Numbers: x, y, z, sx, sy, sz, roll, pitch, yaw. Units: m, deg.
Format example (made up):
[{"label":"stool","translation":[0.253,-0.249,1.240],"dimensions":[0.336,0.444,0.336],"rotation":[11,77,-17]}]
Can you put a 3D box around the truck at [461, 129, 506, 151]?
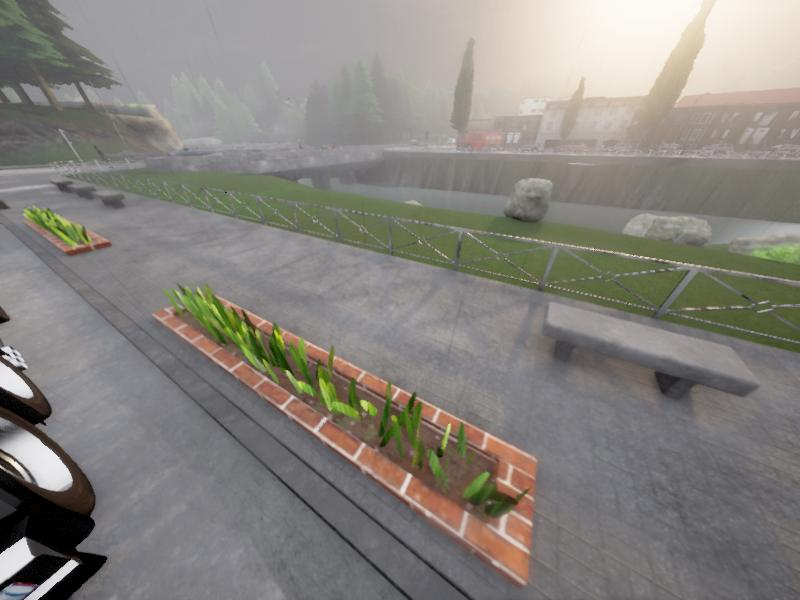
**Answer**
[{"label":"truck","translation":[18.638,-35.728,51.765],"dimensions":[8.468,3.827,2.891],"rotation":[18,39,24]}]

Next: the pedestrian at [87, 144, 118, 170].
[{"label":"pedestrian","translation":[-25.687,-12.331,19.971],"dimensions":[0.751,1.860,0.751],"rotation":[18,39,24]}]

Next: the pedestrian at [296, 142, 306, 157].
[{"label":"pedestrian","translation":[-15.040,-22.935,35.126],"dimensions":[0.751,1.860,0.751],"rotation":[18,39,24]}]

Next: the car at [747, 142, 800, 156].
[{"label":"car","translation":[56.731,-22.395,34.313],"dimensions":[5.238,1.638,1.930],"rotation":[18,39,25]}]

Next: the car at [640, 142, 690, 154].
[{"label":"car","translation":[45.348,-26.112,39.715],"dimensions":[5.238,1.638,1.930],"rotation":[18,39,24]}]

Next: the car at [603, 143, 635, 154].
[{"label":"car","translation":[39.972,-27.797,42.308],"dimensions":[3.806,1.475,1.970],"rotation":[18,39,24]}]

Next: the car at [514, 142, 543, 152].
[{"label":"car","translation":[26.866,-32.142,48.492],"dimensions":[4.856,1.649,2.033],"rotation":[18,39,24]}]

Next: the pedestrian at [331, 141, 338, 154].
[{"label":"pedestrian","translation":[-11.502,-26.745,40.567],"dimensions":[0.751,1.860,0.751],"rotation":[25,42,32]}]

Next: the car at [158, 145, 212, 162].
[{"label":"car","translation":[-28.757,-19.824,31.141],"dimensions":[2.242,1.667,4.611],"rotation":[18,39,24]}]

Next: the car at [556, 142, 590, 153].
[{"label":"car","translation":[33.780,-29.881,45.209],"dimensions":[5.027,1.651,2.152],"rotation":[18,39,24]}]

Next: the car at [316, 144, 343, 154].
[{"label":"car","translation":[-13.861,-30.004,45.768],"dimensions":[2.038,1.542,4.974],"rotation":[18,39,24]}]

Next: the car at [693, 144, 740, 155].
[{"label":"car","translation":[50.775,-24.270,37.183],"dimensions":[3.806,1.475,1.970],"rotation":[18,39,25]}]

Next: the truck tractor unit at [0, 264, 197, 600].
[{"label":"truck tractor unit","translation":[-5.118,-0.292,0.790],"dimensions":[6.516,4.208,3.053],"rotation":[18,39,24]}]

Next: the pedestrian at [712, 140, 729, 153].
[{"label":"pedestrian","translation":[56.306,-27.051,40.600],"dimensions":[0.751,1.860,0.751],"rotation":[19,39,25]}]
